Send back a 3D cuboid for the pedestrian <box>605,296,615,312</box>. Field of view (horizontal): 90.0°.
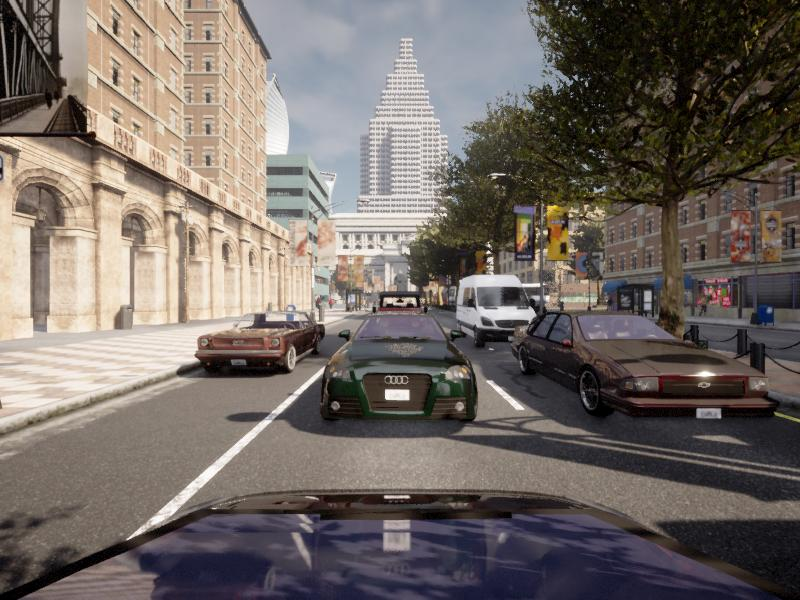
[{"bbox_3d":[24.038,0.486,45.794,0.751,1.860,0.751,0,0,-9],"label":"pedestrian"}]

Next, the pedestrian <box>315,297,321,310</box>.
[{"bbox_3d":[-12.138,0.486,59.443,0.751,1.860,0.751,0,0,-18],"label":"pedestrian"}]

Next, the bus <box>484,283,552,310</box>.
[{"bbox_3d":[19.716,-0.537,67.554,10.273,4.253,3.944,0,0,38],"label":"bus"}]

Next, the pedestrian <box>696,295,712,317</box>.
[{"bbox_3d":[24.956,0.486,32.876,0.751,1.860,0.751,0,0,-3],"label":"pedestrian"}]

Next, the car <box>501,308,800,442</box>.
[{"bbox_3d":[3.501,0.895,7.189,2.033,1.411,5.357,0,0,0],"label":"car"}]

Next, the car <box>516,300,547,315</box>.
[{"bbox_3d":[15.032,0.828,46.012,2.038,1.542,4.974,0,0,0],"label":"car"}]

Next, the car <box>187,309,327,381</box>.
[{"bbox_3d":[-3.246,0.939,10.223,1.895,1.301,4.718,0,0,0],"label":"car"}]

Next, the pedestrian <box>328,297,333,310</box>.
[{"bbox_3d":[-10.268,0.486,59.203,0.751,1.860,0.751,0,0,-15],"label":"pedestrian"}]

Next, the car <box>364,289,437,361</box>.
[{"bbox_3d":[0.002,0.646,12.323,1.905,1.878,3.866,0,0,0],"label":"car"}]

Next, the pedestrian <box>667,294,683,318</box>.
[{"bbox_3d":[21.875,0.486,31.847,0.751,1.860,0.751,0,0,-6],"label":"pedestrian"}]

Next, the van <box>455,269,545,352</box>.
[{"bbox_3d":[3.503,0.323,15.361,1.988,2.561,5.915,0,0,0],"label":"van"}]

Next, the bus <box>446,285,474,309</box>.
[{"bbox_3d":[11.402,-0.537,77.690,3.944,4.253,10.273,0,0,0],"label":"bus"}]

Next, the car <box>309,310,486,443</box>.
[{"bbox_3d":[0.010,0.908,6.581,1.994,1.385,4.181,0,0,1],"label":"car"}]
